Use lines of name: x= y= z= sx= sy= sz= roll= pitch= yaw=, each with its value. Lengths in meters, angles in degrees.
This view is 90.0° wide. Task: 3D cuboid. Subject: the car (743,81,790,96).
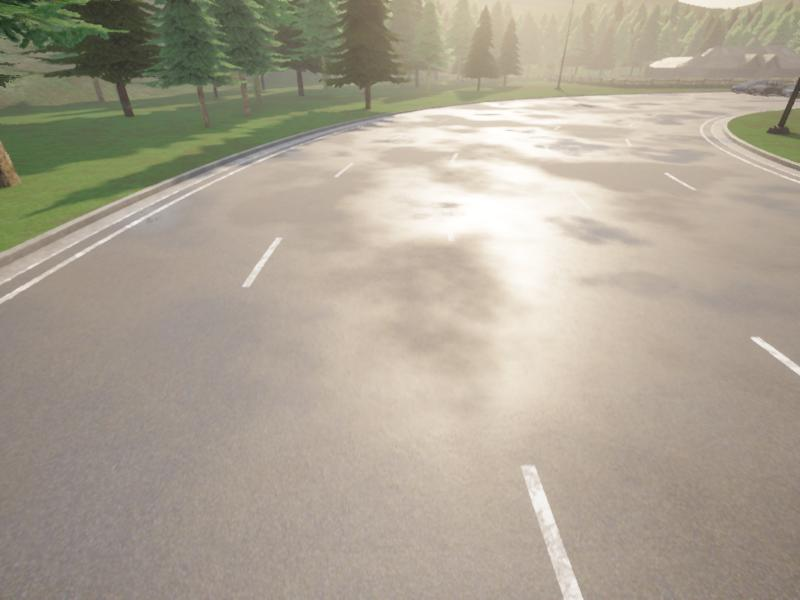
car: x=43.304 y=-25.004 z=47.275 sx=4.193 sy=1.474 sz=1.816 roll=-9 pitch=32 yaw=-15

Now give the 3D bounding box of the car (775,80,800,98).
car: x=44.914 y=-23.468 z=44.488 sx=4.856 sy=1.649 sz=2.033 roll=-9 pitch=32 yaw=-15

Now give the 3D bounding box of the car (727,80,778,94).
car: x=44.625 y=-27.006 z=50.706 sx=4.792 sy=1.488 sz=2.163 roll=-7 pitch=31 yaw=-12
